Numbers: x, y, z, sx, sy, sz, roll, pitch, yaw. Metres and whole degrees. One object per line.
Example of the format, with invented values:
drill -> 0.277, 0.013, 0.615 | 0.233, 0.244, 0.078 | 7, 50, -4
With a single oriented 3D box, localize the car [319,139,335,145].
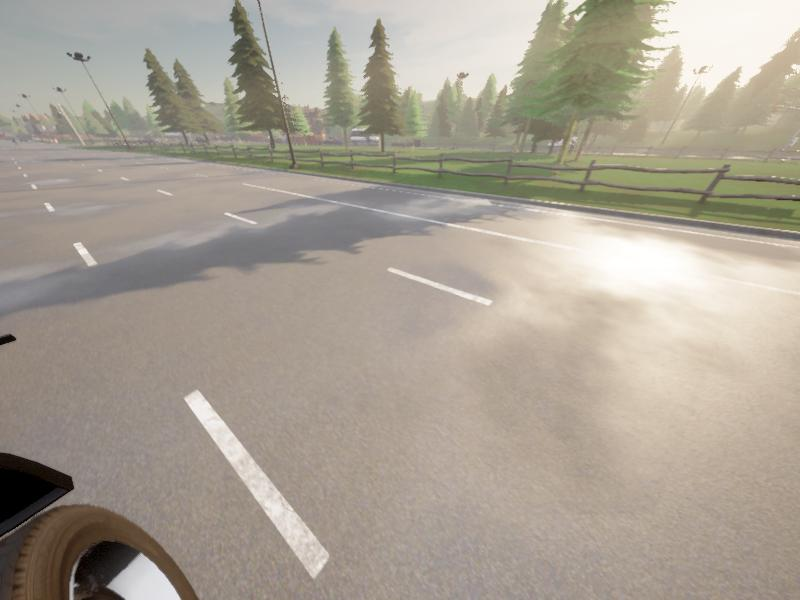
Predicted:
car -> -23.202, -49.987, 73.259 | 4.892, 1.490, 1.837 | 22, 41, 28

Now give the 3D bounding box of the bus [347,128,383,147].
bus -> -10.247, -48.181, 68.420 | 10.273, 4.253, 3.944 | 22, 41, 28

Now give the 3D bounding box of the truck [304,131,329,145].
truck -> -28.598, -55.629, 79.189 | 8.468, 3.827, 2.891 | 22, 41, 28

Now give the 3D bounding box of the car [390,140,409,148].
car -> -0.123, -42.913, 63.573 | 5.027, 1.651, 2.152 | 22, 41, 28

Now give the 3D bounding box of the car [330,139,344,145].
car -> -20.523, -51.335, 75.236 | 4.514, 1.525, 2.007 | 22, 41, 28

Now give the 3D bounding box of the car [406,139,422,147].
car -> 3.849, -43.970, 64.645 | 3.866, 1.878, 1.905 | 22, 41, 28
